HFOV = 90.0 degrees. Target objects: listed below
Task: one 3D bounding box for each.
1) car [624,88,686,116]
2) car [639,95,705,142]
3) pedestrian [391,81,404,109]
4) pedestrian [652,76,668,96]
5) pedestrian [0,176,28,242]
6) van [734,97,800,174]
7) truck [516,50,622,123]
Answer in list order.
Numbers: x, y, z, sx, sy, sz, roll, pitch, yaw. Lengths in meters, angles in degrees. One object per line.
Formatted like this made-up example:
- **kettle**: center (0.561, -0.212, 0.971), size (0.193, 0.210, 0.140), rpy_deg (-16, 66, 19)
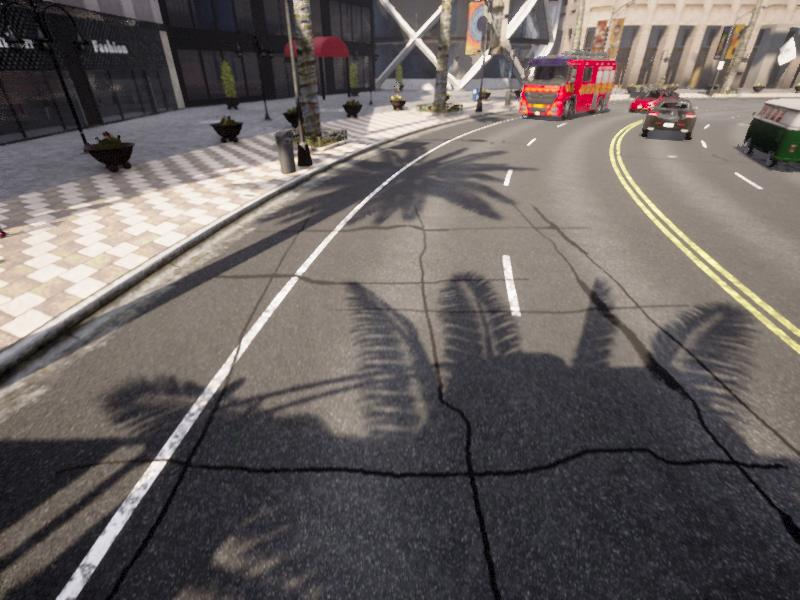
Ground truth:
- **car**: center (19.046, -14.825, 29.854), size (4.514, 1.525, 2.007), rpy_deg (-21, 36, -32)
- **car**: center (13.871, -9.361, 20.411), size (2.152, 1.651, 5.027), rpy_deg (17, 34, 27)
- **pedestrian**: center (-0.199, -15.802, 30.859), size (0.751, 1.860, 0.751), rpy_deg (-12, 32, -20)
- **pedestrian**: center (29.308, -24.103, 45.046), size (0.751, 1.860, 0.751), rpy_deg (-11, 32, -17)
- **pedestrian**: center (-7.698, -1.720, 7.509), size (0.500, 1.100, 0.500), rpy_deg (4, 31, 7)
- **van**: center (13.983, -5.961, 14.234), size (1.775, 1.987, 4.442), rpy_deg (12, 32, 20)
- **truck**: center (11.566, -14.587, 27.170), size (2.891, 3.827, 8.468), rpy_deg (25, 39, 36)
